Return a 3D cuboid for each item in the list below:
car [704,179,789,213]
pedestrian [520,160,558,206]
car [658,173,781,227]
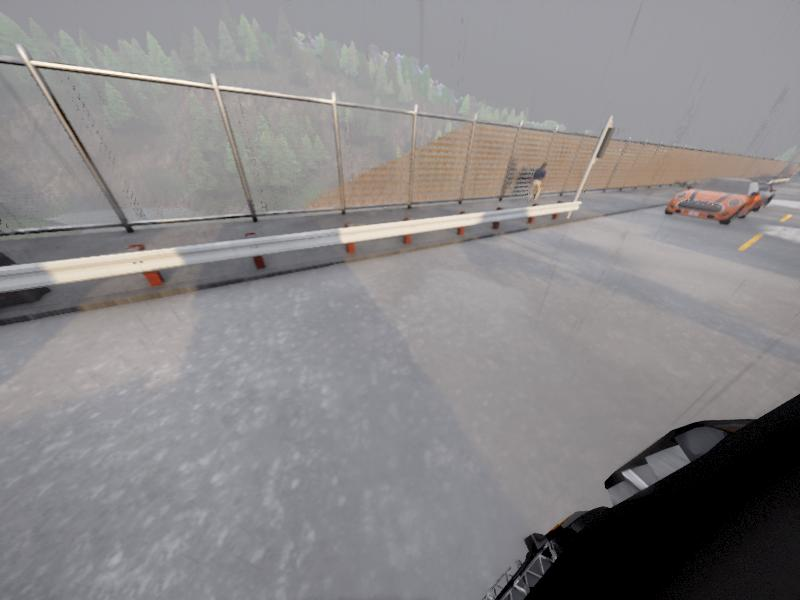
[{"bbox_3d":[21.156,-6.442,14.127,4.181,1.385,1.994,-16,38,-26],"label":"car"},{"bbox_3d":[6.623,-5.616,11.069,0.751,1.860,0.751,-21,40,-31],"label":"pedestrian"},{"bbox_3d":[14.837,-4.803,10.772,4.553,1.767,2.097,-16,38,-26],"label":"car"}]
